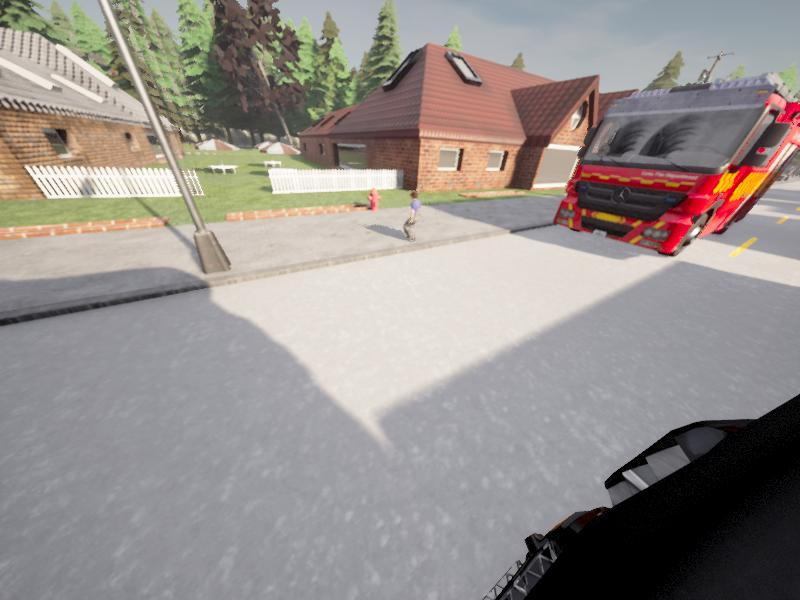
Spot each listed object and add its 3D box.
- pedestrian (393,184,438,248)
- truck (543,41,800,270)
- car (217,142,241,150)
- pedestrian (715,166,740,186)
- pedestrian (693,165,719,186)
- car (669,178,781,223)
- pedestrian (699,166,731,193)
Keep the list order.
[{"bbox_3d":[0.369,-2.116,5.778,0.751,1.300,0.751,20,37,24],"label":"pedestrian"},{"bbox_3d":[9.167,-4.063,7.358,8.468,3.827,2.891,-16,38,-26],"label":"truck"},{"bbox_3d":[-42.337,-38.191,57.331,4.514,1.525,2.007,-16,38,-26],"label":"car"},{"bbox_3d":[37.054,-14.040,26.165,0.751,1.860,0.751,-17,38,-27],"label":"pedestrian"},{"bbox_3d":[32.468,-13.198,24.532,0.751,1.860,0.751,-15,37,-25],"label":"pedestrian"},{"bbox_3d":[16.453,-5.174,11.707,4.902,1.511,2.128,-16,38,-26],"label":"car"},{"bbox_3d":[26.489,-10.150,19.461,0.751,1.860,0.751,-21,41,-32],"label":"pedestrian"}]
